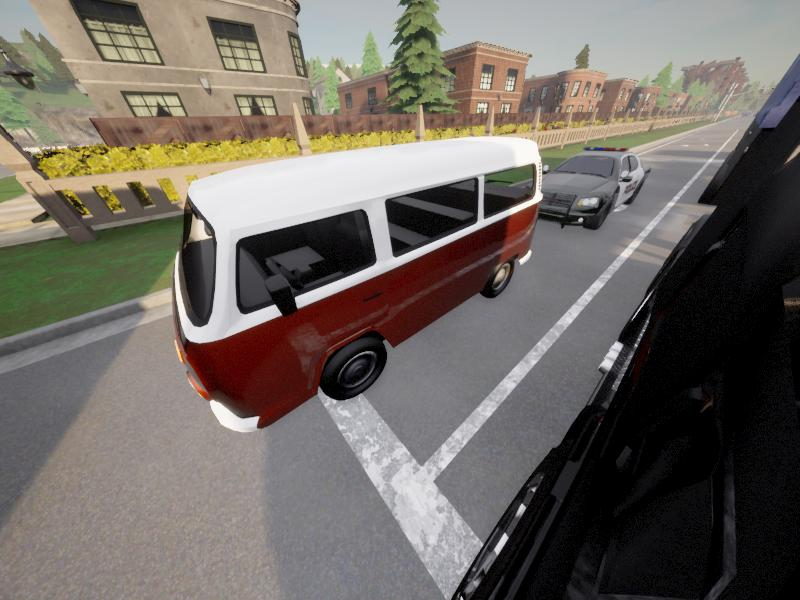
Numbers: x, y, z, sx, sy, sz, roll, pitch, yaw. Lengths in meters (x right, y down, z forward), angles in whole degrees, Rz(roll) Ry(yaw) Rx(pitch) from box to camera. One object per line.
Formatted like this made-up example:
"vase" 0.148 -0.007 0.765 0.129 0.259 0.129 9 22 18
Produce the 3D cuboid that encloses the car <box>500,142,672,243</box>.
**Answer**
"car" 5.278 -3.335 6.488 4.974 1.542 2.038 -28 44 -30

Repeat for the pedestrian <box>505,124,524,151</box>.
"pedestrian" 9.672 -13.762 19.573 0.751 1.860 0.751 -28 44 -30

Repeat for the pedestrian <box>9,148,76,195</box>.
"pedestrian" -17.039 -6.160 11.096 0.751 1.860 0.751 -28 44 -30

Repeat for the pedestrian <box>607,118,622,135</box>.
"pedestrian" 29.167 -23.578 31.460 0.751 1.860 0.751 27 46 33

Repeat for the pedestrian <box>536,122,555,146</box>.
"pedestrian" 14.038 -16.050 22.354 0.751 1.860 0.751 -22 41 -24

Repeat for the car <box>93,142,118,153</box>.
"car" -70.518 -36.609 55.428 1.905 1.878 3.866 -16 39 -17

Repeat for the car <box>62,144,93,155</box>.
"car" -72.400 -33.932 51.964 1.932 1.855 4.605 -16 39 -18

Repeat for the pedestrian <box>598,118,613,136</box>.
"pedestrian" 27.927 -23.450 31.367 0.751 1.860 0.751 -28 44 -30

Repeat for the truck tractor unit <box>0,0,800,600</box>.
"truck tractor unit" 2.645 -0.295 0.351 6.516 4.208 3.053 -28 44 -30

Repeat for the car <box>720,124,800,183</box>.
"car" 16.057 -6.372 9.802 5.027 1.651 2.152 -28 44 -30

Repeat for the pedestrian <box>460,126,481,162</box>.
"pedestrian" 4.594 -10.229 15.172 0.751 1.860 0.751 -28 44 -30

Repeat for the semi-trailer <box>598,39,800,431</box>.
"semi-trailer" 8.699 -3.606 4.224 14.254 4.402 2.717 -28 44 -30

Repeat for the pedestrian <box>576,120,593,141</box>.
"pedestrian" 20.329 -18.702 25.502 0.751 1.860 0.751 -29 44 -31

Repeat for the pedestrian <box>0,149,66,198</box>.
"pedestrian" -16.708 -5.750 10.528 0.751 1.860 0.751 -29 44 -31

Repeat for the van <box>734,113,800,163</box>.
"van" 20.804 -9.059 12.779 4.442 1.987 1.775 -28 44 -30

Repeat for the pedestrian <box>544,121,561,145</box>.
"pedestrian" 14.881 -16.248 22.566 0.751 1.860 0.751 25 45 32

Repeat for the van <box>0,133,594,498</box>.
"van" -0.050 -0.701 2.878 4.480 2.038 2.069 -28 44 -30

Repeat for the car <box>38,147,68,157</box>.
"car" -75.008 -32.129 50.045 1.816 1.474 4.193 -19 40 -21

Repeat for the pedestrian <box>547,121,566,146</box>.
"pedestrian" 14.578 -15.504 21.591 0.751 1.860 0.751 -28 44 -30
